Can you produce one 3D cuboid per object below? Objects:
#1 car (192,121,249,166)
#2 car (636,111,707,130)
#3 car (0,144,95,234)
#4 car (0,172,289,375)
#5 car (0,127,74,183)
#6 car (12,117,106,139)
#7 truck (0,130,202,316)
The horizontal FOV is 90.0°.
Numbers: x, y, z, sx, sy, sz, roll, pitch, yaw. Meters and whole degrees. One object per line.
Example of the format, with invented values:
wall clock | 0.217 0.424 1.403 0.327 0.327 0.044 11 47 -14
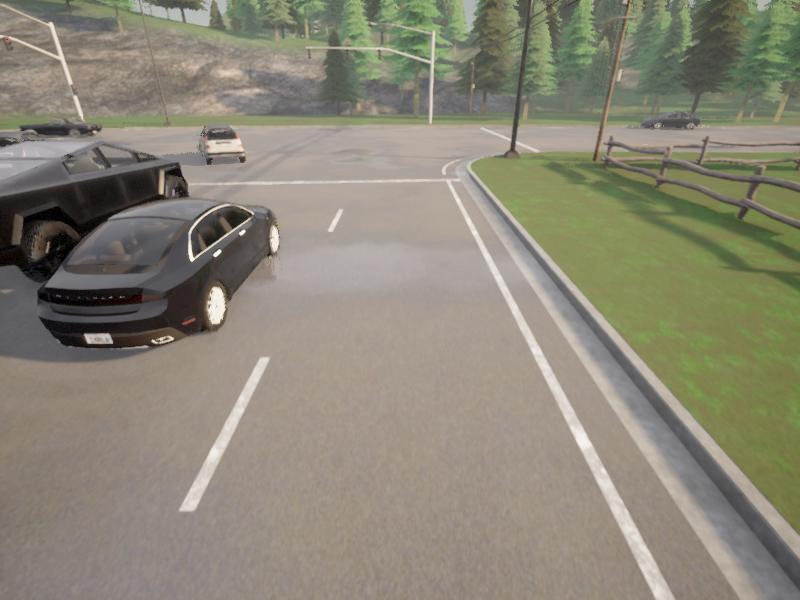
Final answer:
car | -8.925 -7.807 19.737 1.851 1.617 3.988 -14 31 -25
car | 24.634 -16.340 36.434 4.892 1.490 1.837 0 27 1
car | -10.459 -2.625 9.730 1.930 1.638 5.238 0 27 0
car | -3.455 -0.904 6.618 1.837 1.490 4.892 0 28 0
car | -15.115 -5.902 16.044 1.851 1.617 3.988 -10 29 -19
car | -24.503 -12.439 28.897 4.718 1.301 1.895 -2 27 -5
truck | -6.945 -2.144 8.328 2.390 2.098 6.274 0 27 0
